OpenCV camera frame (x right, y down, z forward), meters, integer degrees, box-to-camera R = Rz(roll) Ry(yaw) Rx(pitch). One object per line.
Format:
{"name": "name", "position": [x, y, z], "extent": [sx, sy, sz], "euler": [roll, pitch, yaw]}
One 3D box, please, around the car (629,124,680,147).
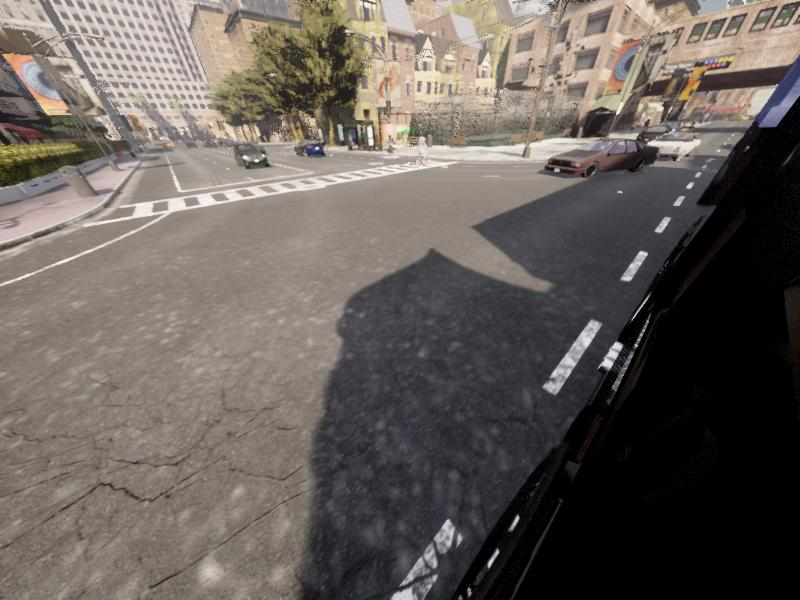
{"name": "car", "position": [23.832, -15.466, 21.641], "extent": [5.008, 1.535, 2.097], "euler": [-28, 44, -30]}

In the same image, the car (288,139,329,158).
{"name": "car", "position": [-10.056, -16.590, 25.231], "extent": [2.163, 1.488, 4.792], "euler": [-28, 44, -30]}

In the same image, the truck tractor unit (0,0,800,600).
{"name": "truck tractor unit", "position": [2.645, -0.295, 0.351], "extent": [6.516, 4.208, 3.053], "euler": [-28, 44, -30]}

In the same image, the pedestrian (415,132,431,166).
{"name": "pedestrian", "position": [1.524, -10.189, 15.608], "extent": [0.751, 1.860, 0.751], "euler": [-31, 45, -32]}

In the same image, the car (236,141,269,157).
{"name": "car", "position": [-18.683, -19.127, 29.221], "extent": [2.033, 1.411, 5.357], "euler": [-28, 44, -30]}

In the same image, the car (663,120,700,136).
{"name": "car", "position": [36.923, -22.513, 30.290], "extent": [4.892, 1.521, 2.231], "euler": [-28, 44, -30]}

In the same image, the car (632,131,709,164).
{"name": "car", "position": [16.795, -9.542, 14.335], "extent": [4.718, 1.301, 1.895], "euler": [-25, 42, -27]}

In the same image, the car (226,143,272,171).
{"name": "car", "position": [-12.165, -11.612, 18.589], "extent": [1.851, 1.617, 3.988], "euler": [-28, 44, -30]}

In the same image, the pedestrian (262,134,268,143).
{"name": "pedestrian", "position": [-35.755, -42.763, 61.205], "extent": [0.751, 1.860, 0.751], "euler": [25, 45, 32]}

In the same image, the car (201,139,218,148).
{"name": "car", "position": [-43.819, -36.073, 53.224], "extent": [2.033, 1.649, 4.856], "euler": [-28, 44, -30]}

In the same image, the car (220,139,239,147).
{"name": "car", "position": [-39.985, -36.749, 54.081], "extent": [2.033, 1.411, 5.357], "euler": [-32, 46, -33]}

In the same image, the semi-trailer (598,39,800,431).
{"name": "semi-trailer", "position": [8.708, -3.586, 4.235], "extent": [14.254, 4.402, 2.717], "euler": [-28, 44, -30]}

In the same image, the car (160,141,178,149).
{"name": "car", "position": [-60.843, -40.909, 60.793], "extent": [5.366, 1.575, 1.801], "euler": [25, 45, 32]}

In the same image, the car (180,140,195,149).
{"name": "car", "position": [-55.261, -40.424, 59.979], "extent": [2.152, 1.651, 5.027], "euler": [-28, 44, -30]}

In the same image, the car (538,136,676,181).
{"name": "car", "position": [9.914, -6.987, 11.245], "extent": [5.357, 1.411, 2.033], "euler": [-13, 38, -13]}

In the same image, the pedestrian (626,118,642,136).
{"name": "pedestrian", "position": [31.099, -22.994, 30.716], "extent": [0.751, 1.860, 0.751], "euler": [-27, 43, -29]}

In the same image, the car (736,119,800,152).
{"name": "car", "position": [26.145, -11.737, 16.422], "extent": [5.238, 1.638, 1.930], "euler": [-28, 44, -30]}

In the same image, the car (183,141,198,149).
{"name": "car", "position": [-49.008, -36.248, 53.968], "extent": [1.994, 1.385, 4.181], "euler": [-28, 44, -30]}

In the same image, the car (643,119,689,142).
{"name": "car", "position": [28.653, -18.243, 24.859], "extent": [4.553, 1.767, 2.185], "euler": [-28, 44, -30]}

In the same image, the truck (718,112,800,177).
{"name": "truck", "position": [17.947, -7.562, 10.945], "extent": [6.274, 2.098, 2.390], "euler": [-28, 44, -30]}
